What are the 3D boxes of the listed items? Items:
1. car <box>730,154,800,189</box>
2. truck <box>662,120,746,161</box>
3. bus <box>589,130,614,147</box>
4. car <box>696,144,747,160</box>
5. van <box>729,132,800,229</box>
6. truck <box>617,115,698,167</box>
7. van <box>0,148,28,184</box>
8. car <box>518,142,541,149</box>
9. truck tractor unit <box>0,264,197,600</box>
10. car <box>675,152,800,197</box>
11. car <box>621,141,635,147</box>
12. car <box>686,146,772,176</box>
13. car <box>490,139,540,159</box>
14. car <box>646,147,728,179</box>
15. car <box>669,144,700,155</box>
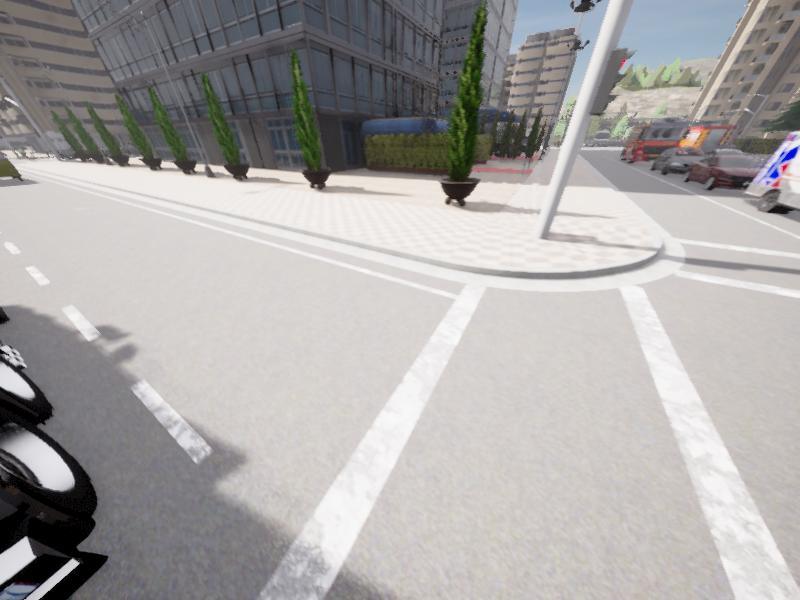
[{"bbox_3d":[22.161,-7.490,13.366,1.994,1.385,4.181,19,39,25],"label":"car"},{"bbox_3d":[37.760,-20.218,29.361,2.891,3.827,8.468,18,39,24],"label":"truck"},{"bbox_3d":[67.566,-54.415,77.836,3.944,4.253,10.273,18,39,24],"label":"bus"},{"bbox_3d":[42.036,-19.537,30.370,2.128,1.511,4.902,18,39,24],"label":"car"},{"bbox_3d":[13.519,-3.254,6.430,2.351,2.431,6.366,18,39,24],"label":"van"},{"bbox_3d":[26.250,-16.604,24.269,2.891,3.827,8.468,19,39,25],"label":"truck"},{"bbox_3d":[-27.972,-9.133,15.620,4.442,1.987,1.775,18,39,24],"label":"van"},{"bbox_3d":[33.776,-40.371,60.391,4.792,1.488,2.163,18,39,25],"label":"car"},{"bbox_3d":[-5.113,-0.300,0.781,6.516,4.208,3.053,18,39,24],"label":"truck tractor unit"},{"bbox_3d":[17.495,-6.907,12.422,1.882,1.535,5.008,18,39,24],"label":"car"},{"bbox_3d":[70.677,-48.419,71.693,2.033,1.411,5.357,18,39,24],"label":"car"},{"bbox_3d":[25.707,-11.196,18.420,1.930,1.638,5.238,18,39,24],"label":"car"},{"bbox_3d":[15.407,-20.327,30.977,6.274,2.098,2.390,-18,39,-24],"label":"car"},{"bbox_3d":[20.750,-10.247,17.073,2.242,1.667,4.611,18,39,24],"label":"car"},{"bbox_3d":[48.167,-25.669,39.250,1.994,1.385,4.181,18,39,24],"label":"car"}]
